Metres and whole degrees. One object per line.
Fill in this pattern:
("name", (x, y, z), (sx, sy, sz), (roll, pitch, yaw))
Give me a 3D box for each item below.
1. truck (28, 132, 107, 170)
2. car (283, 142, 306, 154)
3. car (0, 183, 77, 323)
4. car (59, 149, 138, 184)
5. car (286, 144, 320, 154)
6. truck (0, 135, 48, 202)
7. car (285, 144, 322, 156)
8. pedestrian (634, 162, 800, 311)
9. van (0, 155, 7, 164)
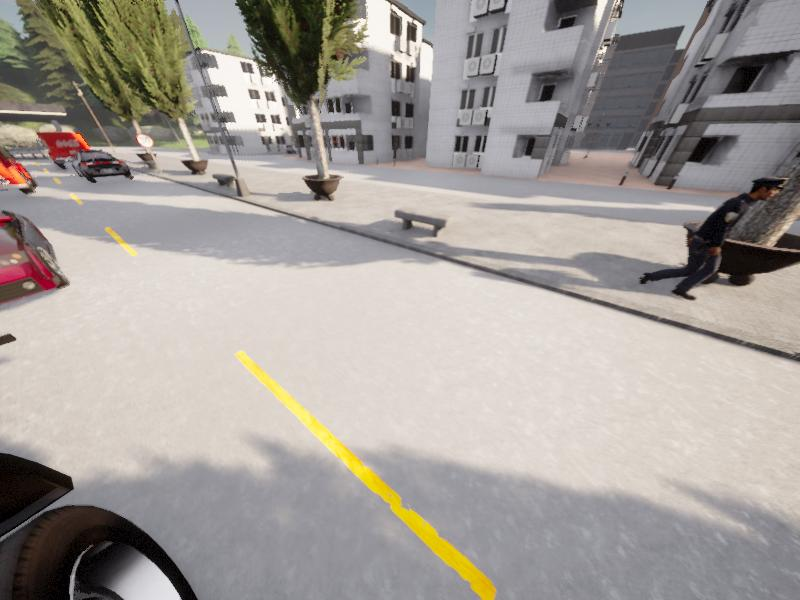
("truck", (-28.595, -12.962, 19.919), (5.204, 2.467, 2.627), (23, 41, 28))
("car", (-17.104, -24.805, 37.536), (1.845, 1.501, 3.633), (-28, 44, -34))
("car", (-7.705, -0.836, 3.843), (4.181, 1.385, 1.994), (23, 41, 29))
("car", (-18.887, -8.485, 14.456), (4.974, 1.542, 2.038), (23, 41, 29))
("car", (-15.091, -23.607, 36.003), (4.536, 1.218, 1.853), (-14, 38, -20))
("truck", (-18.820, -5.998, 10.098), (5.204, 2.467, 2.627), (24, 41, 28))
("car", (-15.044, -23.490, 36.111), (4.974, 1.542, 2.038), (-14, 38, -20))
("pedestrian", (4.577, -0.890, 3.373), (0.751, 1.860, 0.751), (-19, 39, -25))
("van", (-40.320, -13.038, 19.874), (5.915, 2.561, 1.988), (-14, 36, -20))
